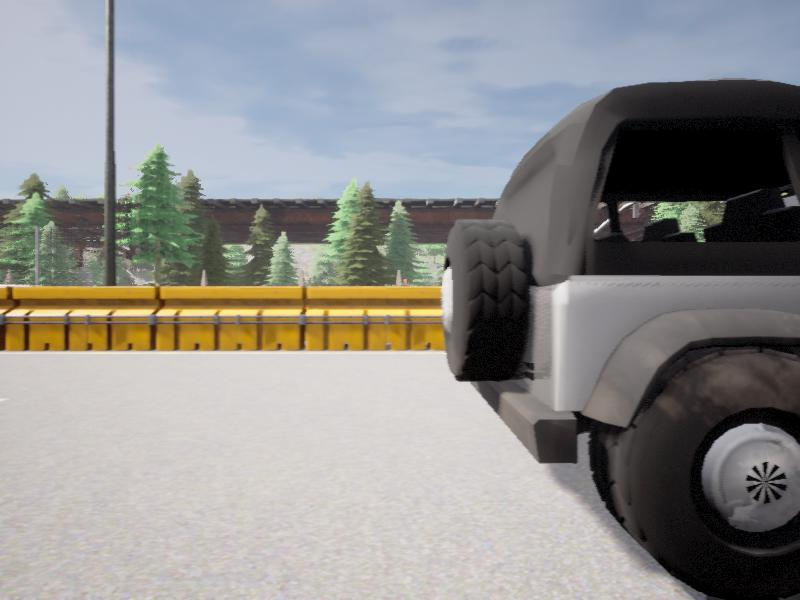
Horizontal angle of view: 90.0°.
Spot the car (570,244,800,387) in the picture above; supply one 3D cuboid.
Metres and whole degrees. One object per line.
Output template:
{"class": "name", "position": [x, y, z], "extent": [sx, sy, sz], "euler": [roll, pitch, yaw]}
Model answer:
{"class": "car", "position": [5.389, 0.180, 5.700], "extent": [5.027, 1.651, 2.152], "euler": [0, 0, 0]}

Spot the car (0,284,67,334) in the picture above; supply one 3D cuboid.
{"class": "car", "position": [-13.309, 0.256, 12.702], "extent": [3.806, 1.475, 1.970], "euler": [0, 0, 0]}

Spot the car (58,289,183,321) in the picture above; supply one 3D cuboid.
{"class": "car", "position": [-13.629, 0.246, 19.702], "extent": [4.892, 1.490, 1.837], "euler": [0, 0, 0]}

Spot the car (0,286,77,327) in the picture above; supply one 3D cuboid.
{"class": "car", "position": [-16.381, 0.232, 16.203], "extent": [4.974, 1.542, 2.038], "euler": [0, 0, 0]}

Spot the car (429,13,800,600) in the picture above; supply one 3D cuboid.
{"class": "car", "position": [2.158, 0.046, 2.198], "extent": [3.866, 1.878, 1.905], "euler": [0, 0, 0]}
